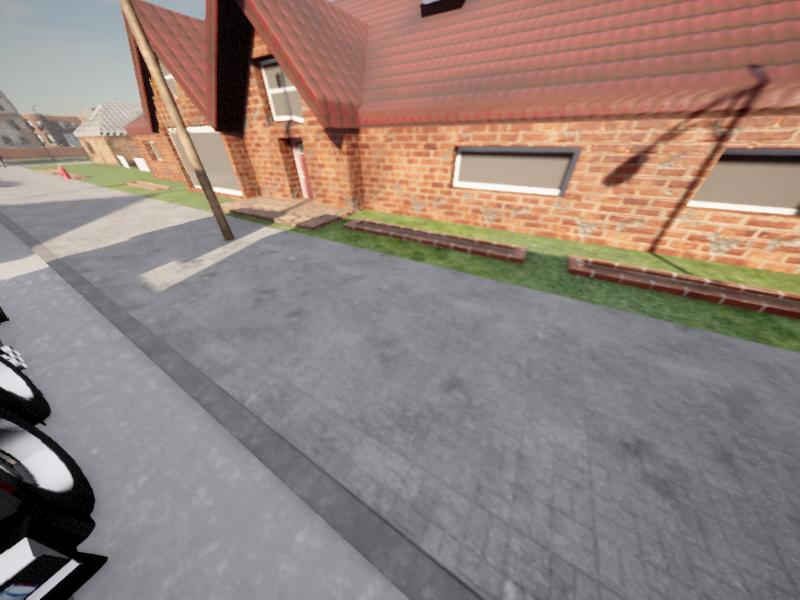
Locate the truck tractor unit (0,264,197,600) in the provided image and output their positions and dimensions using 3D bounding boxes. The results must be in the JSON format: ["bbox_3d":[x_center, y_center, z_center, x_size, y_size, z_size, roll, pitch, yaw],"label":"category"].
[{"bbox_3d":[-5.112,-0.298,0.784,6.516,4.208,3.053,18,39,24],"label":"truck tractor unit"}]

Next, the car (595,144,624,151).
[{"bbox_3d":[48.829,-35.560,53.904,4.718,1.301,1.895,18,39,24],"label":"car"}]

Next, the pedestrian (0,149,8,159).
[{"bbox_3d":[-61.164,-22.504,34.944,0.751,1.860,0.751,-12,36,-16],"label":"pedestrian"}]
